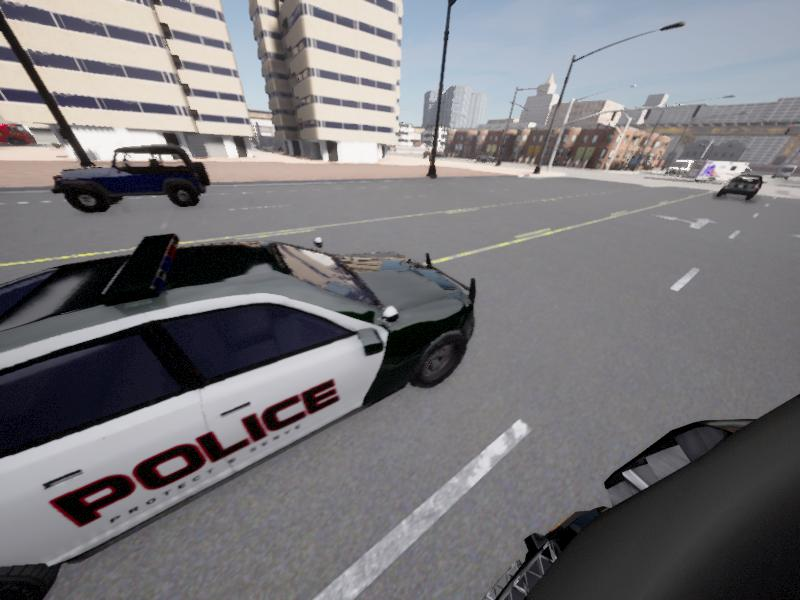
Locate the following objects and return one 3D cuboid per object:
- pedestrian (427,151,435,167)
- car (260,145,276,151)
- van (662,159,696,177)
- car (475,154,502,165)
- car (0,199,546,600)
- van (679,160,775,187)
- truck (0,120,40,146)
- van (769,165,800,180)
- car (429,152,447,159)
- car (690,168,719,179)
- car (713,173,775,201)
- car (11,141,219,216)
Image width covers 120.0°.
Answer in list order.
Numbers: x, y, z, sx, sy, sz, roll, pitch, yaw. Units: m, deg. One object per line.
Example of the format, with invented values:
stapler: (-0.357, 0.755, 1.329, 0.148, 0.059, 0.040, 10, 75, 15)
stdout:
pedestrian: (4.441, -20.383, 33.362, 0.751, 1.860, 0.751, -8, 35, -16)
car: (-40.278, -46.457, 70.449, 3.633, 1.501, 1.845, -20, 40, -29)
van: (49.891, -23.634, 41.255, 5.915, 2.561, 1.988, -18, 39, -28)
car: (18.885, -30.173, 49.527, 1.930, 1.638, 5.238, -18, 39, -28)
car: (-1.308, 0.251, 2.108, 4.974, 1.542, 2.038, -18, 39, -28)
van: (40.632, -15.960, 29.046, 6.366, 2.431, 2.351, 13, 35, 14)
truck: (-74.724, -30.657, 42.147, 8.468, 3.827, 2.891, -18, 39, -30)
van: (83.395, -27.835, 50.212, 5.915, 2.561, 1.988, -23, 42, -33)
car: (10.738, -40.814, 65.080, 2.128, 1.511, 4.902, -18, 39, -28)
car: (51.048, -21.220, 38.761, 4.181, 1.385, 1.994, -18, 39, -28)
car: (26.763, -8.867, 17.997, 3.988, 1.617, 1.851, -18, 39, -28)
car: (-9.033, -4.315, 8.074, 3.866, 1.878, 1.905, -18, 39, -28)
